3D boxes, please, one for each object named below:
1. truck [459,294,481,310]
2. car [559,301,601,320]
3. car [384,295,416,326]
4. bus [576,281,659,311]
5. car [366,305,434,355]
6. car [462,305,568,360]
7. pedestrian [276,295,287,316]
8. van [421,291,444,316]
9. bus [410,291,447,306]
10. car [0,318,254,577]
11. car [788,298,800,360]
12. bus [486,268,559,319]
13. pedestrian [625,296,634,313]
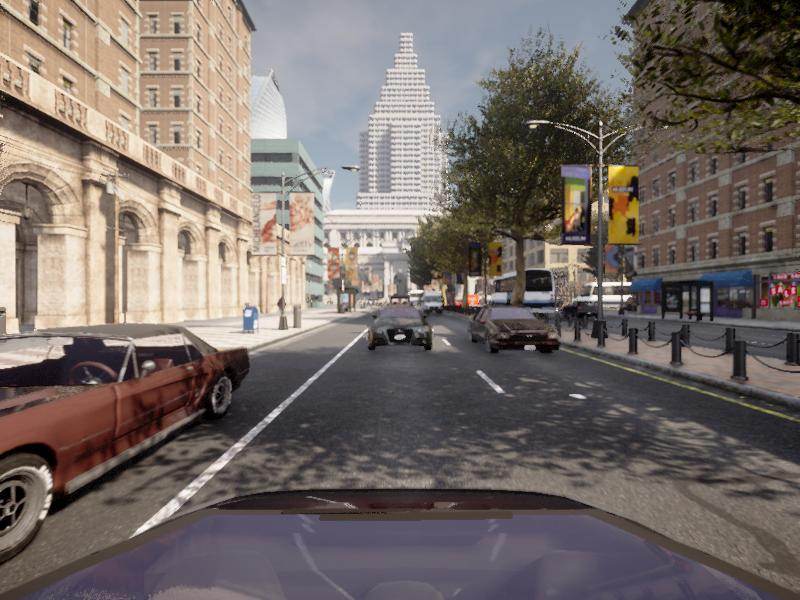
[{"bbox_3d":[11.490,0.346,66.052,2.627,2.467,5.204,0,0,0],"label":"truck"},{"bbox_3d":[14.997,0.822,33.560,1.845,1.501,3.633,0,0,0],"label":"car"},{"bbox_3d":[-0.004,0.644,26.362,1.905,1.878,3.866,0,0,0],"label":"car"},{"bbox_3d":[32.277,-0.543,59.713,10.273,4.253,3.944,0,0,-1],"label":"bus"},{"bbox_3d":[-0.002,0.905,13.753,1.994,1.385,4.181,0,0,0],"label":"car"},{"bbox_3d":[3.496,0.893,13.416,2.033,1.411,5.357,0,0,0],"label":"car"},{"bbox_3d":[-10.522,0.480,35.516,0.751,1.860,0.751,0,0,-4],"label":"pedestrian"},{"bbox_3d":[3.492,0.316,43.933,1.988,2.561,5.915,0,0,0],"label":"van"},{"bbox_3d":[8.048,-0.555,115.166,10.273,4.253,3.944,0,0,0],"label":"bus"},{"bbox_3d":[-3.250,0.938,3.950,1.895,1.301,4.718,0,0,0],"label":"car"},{"bbox_3d":[11.790,0.776,8.578,2.033,1.649,4.856,0,0,-4],"label":"car"},{"bbox_3d":[11.374,-0.541,38.757,3.944,4.253,10.273,0,0,0],"label":"bus"},{"bbox_3d":[26.059,0.478,45.358,0.751,1.860,0.751,0,0,-45],"label":"pedestrian"}]
